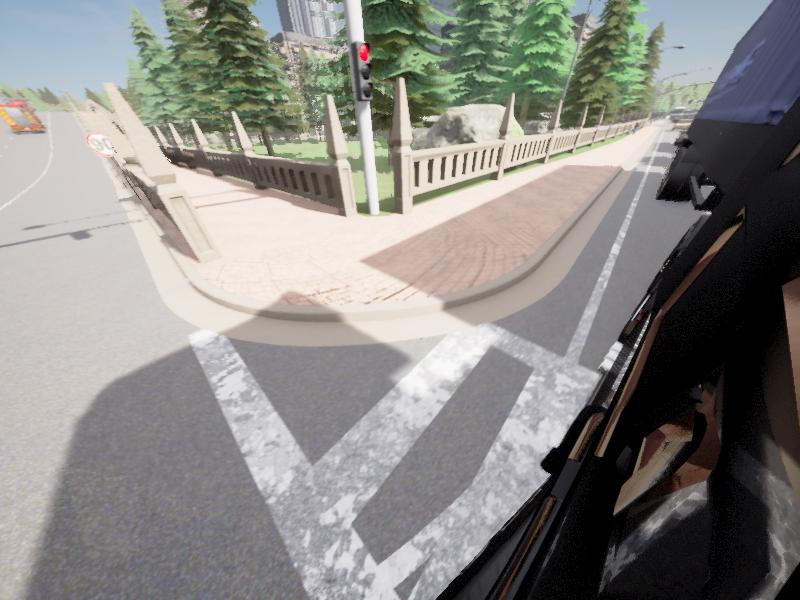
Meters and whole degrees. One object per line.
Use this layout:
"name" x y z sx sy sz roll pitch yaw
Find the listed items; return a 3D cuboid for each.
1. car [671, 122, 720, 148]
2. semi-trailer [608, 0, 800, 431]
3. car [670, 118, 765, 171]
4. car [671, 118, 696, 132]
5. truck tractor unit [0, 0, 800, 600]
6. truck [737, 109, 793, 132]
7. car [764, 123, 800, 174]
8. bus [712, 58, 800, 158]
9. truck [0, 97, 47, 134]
"car" 23.885 -13.500 18.854 1.845 1.501 3.633 28 46 34
"semi-trailer" 8.196 -3.910 4.661 2.717 4.402 14.254 28 47 34
"car" 15.879 -8.130 11.915 1.932 1.855 4.605 28 46 34
"car" 43.088 -26.728 35.220 1.801 1.575 5.366 28 46 34
"truck tractor unit" 2.645 -0.295 0.352 6.516 4.208 3.053 -28 44 -30
"truck" 46.306 -22.911 29.548 2.390 2.098 6.274 28 46 34
"car" 18.290 -6.552 9.911 1.851 1.617 3.988 28 46 34
"bus" 25.234 -12.312 14.938 3.944 4.253 10.273 28 47 34
"truck" -57.846 -28.180 35.174 8.468 3.827 2.891 33 49 29
